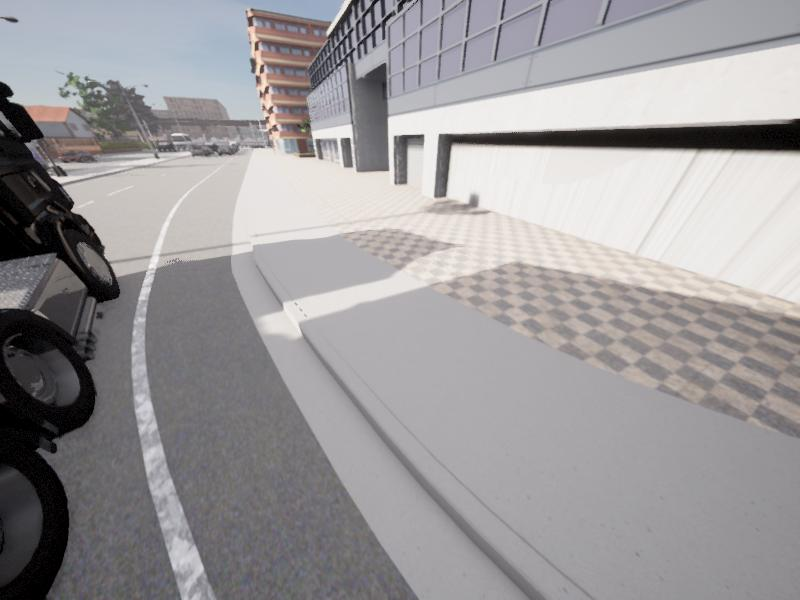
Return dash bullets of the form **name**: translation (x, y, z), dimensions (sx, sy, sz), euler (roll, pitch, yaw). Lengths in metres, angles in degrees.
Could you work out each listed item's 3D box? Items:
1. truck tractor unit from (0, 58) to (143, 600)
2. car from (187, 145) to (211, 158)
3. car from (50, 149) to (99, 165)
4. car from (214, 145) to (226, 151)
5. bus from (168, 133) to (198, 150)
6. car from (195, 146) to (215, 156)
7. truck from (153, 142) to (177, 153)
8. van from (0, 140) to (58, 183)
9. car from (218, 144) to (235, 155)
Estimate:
- **truck tractor unit**: translation (-4.732, -0.569, 1.167), dimensions (3.053, 4.208, 6.516), euler (-27, 43, -33)
- **car**: translation (-35.411, -26.325, 40.842), dimensions (2.242, 1.667, 4.611), euler (-17, 38, -22)
- **car**: translation (-41.105, -18.233, 29.336), dimensions (1.816, 1.474, 4.193), euler (-16, 38, -22)
- **car**: translation (-50.196, -42.474, 64.606), dimensions (1.895, 1.301, 4.718), euler (-16, 38, -22)
- **bus**: translation (-69.640, -50.980, 74.418), dimensions (3.944, 4.253, 10.273), euler (-16, 38, -22)
- **car**: translation (-38.526, -29.700, 45.866), dimensions (2.038, 1.542, 4.974), euler (-16, 38, -22)
- **truck**: translation (-59.632, -38.913, 58.802), dimensions (2.390, 2.098, 6.274), euler (-16, 38, -22)
- **van**: translation (-29.442, -10.111, 16.685), dimensions (2.351, 2.431, 6.366), euler (-16, 38, -22)
- **car**: translation (-36.254, -31.653, 48.447), dimensions (2.097, 1.767, 4.553), euler (-16, 38, -22)
